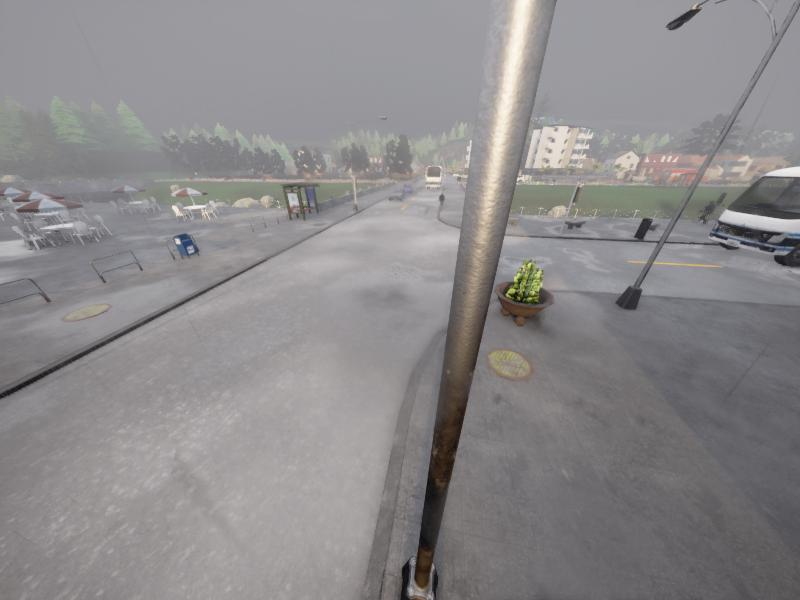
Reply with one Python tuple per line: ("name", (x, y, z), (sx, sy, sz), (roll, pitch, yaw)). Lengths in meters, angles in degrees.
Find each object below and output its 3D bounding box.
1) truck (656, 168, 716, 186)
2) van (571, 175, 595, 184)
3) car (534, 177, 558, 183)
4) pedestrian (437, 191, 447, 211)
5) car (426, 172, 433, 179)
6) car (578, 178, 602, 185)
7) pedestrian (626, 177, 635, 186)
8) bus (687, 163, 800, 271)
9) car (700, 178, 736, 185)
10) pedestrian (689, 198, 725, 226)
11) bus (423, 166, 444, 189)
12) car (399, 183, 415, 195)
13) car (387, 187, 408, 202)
("truck", (70.853, -30.685, 57.528), (8.468, 3.827, 2.891), (5, 30, 9))
("van", (51.094, -33.667, 64.536), (4.442, 1.987, 1.775), (5, 30, 9))
("car", (41.605, -34.355, 66.076), (5.238, 1.638, 1.930), (5, 30, 9))
("pedestrian", (4.280, -10.141, 23.644), (0.751, 1.860, 0.751), (7, 31, 12))
("car", (11.930, -49.885, 92.576), (2.150, 2.045, 5.566), (5, 30, 9))
("car", (50.335, -31.444, 61.284), (4.181, 1.385, 1.994), (5, 30, 9))
("pedestrian", (55.578, -28.636, 55.695), (0.751, 1.860, 0.751), (5, 30, 8))
("bus", (22.168, -3.804, 10.550), (10.273, 4.253, 3.944), (5, 30, 8))
("car", (82.360, -30.653, 59.896), (5.357, 1.411, 2.033), (5, 30, 9))
("pedestrian", (23.771, -6.808, 17.916), (0.751, 1.860, 0.751), (9, 31, 15))
("bus", (7.651, -27.523, 51.623), (3.944, 4.253, 10.273), (5, 30, 9))
("car", (1.231, -19.295, 40.106), (2.007, 1.525, 4.514), (5, 30, 9))
("car", (-0.263, -14.968, 32.743), (2.033, 1.411, 5.357), (5, 30, 9))
